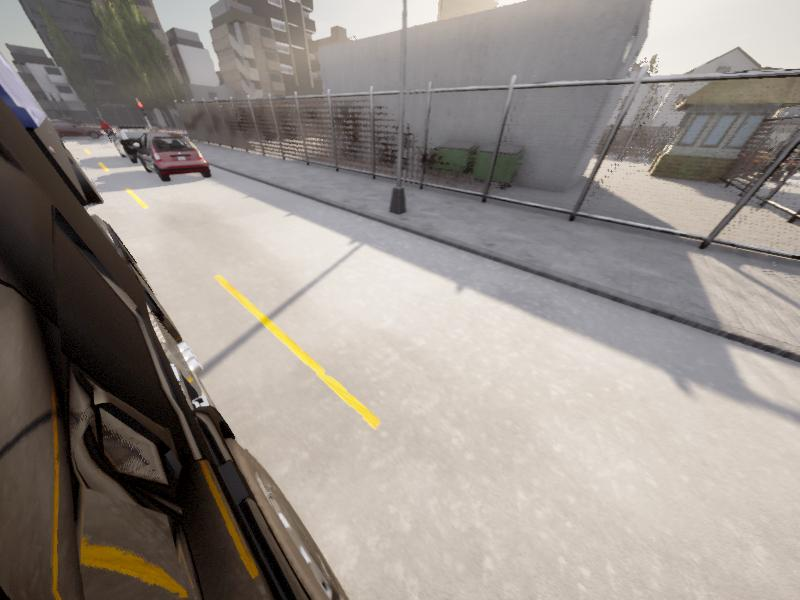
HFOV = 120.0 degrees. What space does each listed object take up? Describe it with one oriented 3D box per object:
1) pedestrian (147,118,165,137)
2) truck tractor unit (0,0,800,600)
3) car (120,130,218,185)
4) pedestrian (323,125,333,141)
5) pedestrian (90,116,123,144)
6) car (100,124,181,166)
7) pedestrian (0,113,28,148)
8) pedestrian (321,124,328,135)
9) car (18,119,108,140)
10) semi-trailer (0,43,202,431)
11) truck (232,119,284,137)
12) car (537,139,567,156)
[{"bbox_3d":[-29.356,-20.709,27.770,0.751,1.860,0.751,-26,45,-32],"label":"pedestrian"},{"bbox_3d":[-2.645,-0.295,0.352,6.516,4.208,3.053,28,44,30],"label":"truck tractor unit"},{"bbox_3d":[-10.206,-6.426,10.214,3.988,1.617,1.851,28,44,30],"label":"car"},{"bbox_3d":[-10.241,-23.694,32.758,0.751,1.860,0.751,19,40,20],"label":"pedestrian"},{"bbox_3d":[-25.133,-14.542,19.830,0.751,1.860,0.751,9,37,8],"label":"pedestrian"},{"bbox_3d":[-15.279,-9.214,13.578,5.238,1.638,1.930,28,44,29],"label":"car"},{"bbox_3d":[-26.954,-11.518,15.695,0.751,1.860,0.751,13,38,13],"label":"pedestrian"},{"bbox_3d":[-15.526,-35.173,47.692,0.751,1.860,0.751,26,43,28],"label":"pedestrian"},{"bbox_3d":[-32.181,-16.436,22.299,1.812,1.442,4.674,28,44,30],"label":"car"},{"bbox_3d":[-8.689,-3.615,4.231,14.254,4.402,2.717,28,44,30],"label":"semi-trailer"},{"bbox_3d":[-22.313,-27.236,36.730,2.390,2.098,6.274,28,44,30],"label":"truck"},{"bbox_3d":[18.433,-18.459,27.947,1.816,1.474,4.193,28,44,30],"label":"car"}]
